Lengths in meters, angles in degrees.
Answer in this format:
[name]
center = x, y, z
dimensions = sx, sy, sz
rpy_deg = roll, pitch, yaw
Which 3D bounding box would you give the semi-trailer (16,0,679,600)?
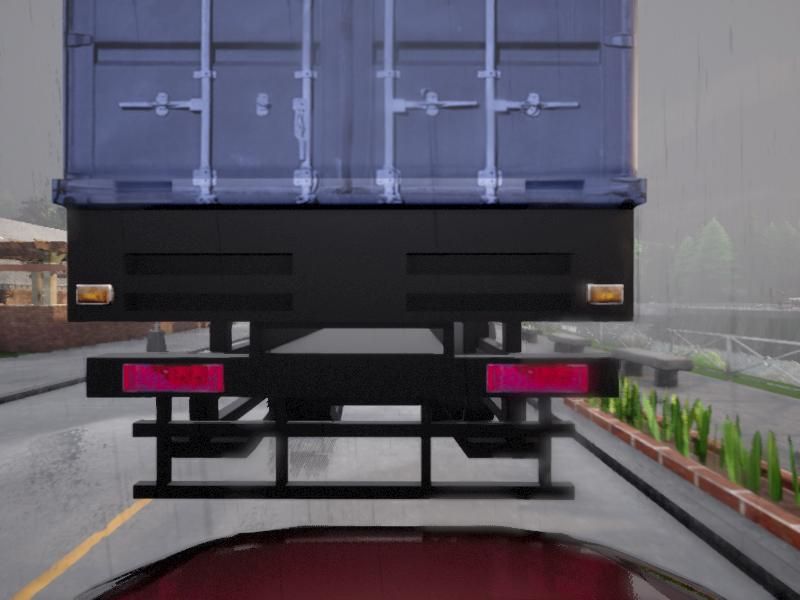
[semi-trailer]
center = -0.186, -0.616, 8.767
dimensions = 2.717, 4.402, 14.254
rpy_deg = 0, 0, 0

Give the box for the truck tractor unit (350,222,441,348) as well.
[truck tractor unit]
center = -0.149, -0.519, 16.680
dimensions = 3.053, 4.208, 6.516
rpy_deg = 0, 0, 0
